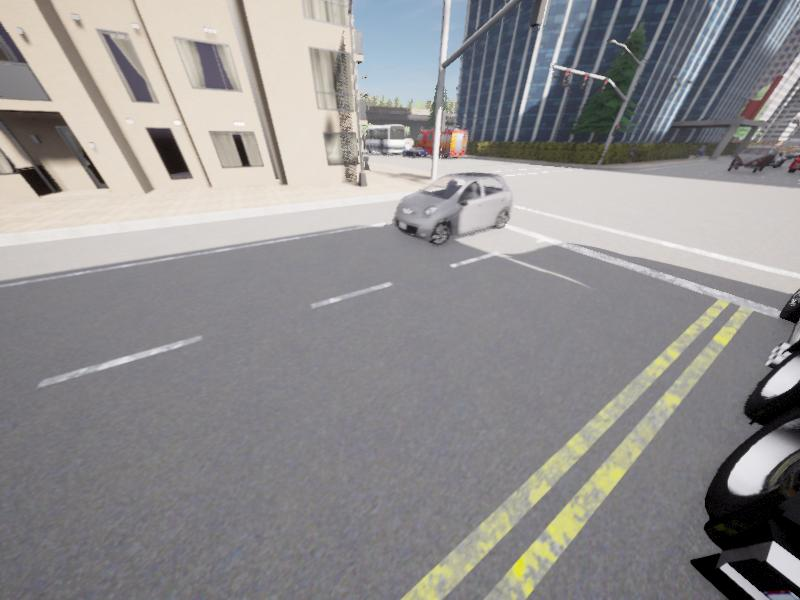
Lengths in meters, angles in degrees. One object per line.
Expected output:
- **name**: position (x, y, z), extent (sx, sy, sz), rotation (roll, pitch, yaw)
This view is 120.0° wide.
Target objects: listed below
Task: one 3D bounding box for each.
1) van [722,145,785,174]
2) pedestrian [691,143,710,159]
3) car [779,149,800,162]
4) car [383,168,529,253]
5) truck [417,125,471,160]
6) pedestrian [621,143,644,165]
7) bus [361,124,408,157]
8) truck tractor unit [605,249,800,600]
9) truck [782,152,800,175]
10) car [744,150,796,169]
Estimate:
- **van**: position (31.536, -12.595, 20.606), extent (4.442, 1.987, 1.775), rotation (-18, 39, -24)
- **pedestrian**: position (41.997, -20.803, 32.283), extent (0.751, 1.860, 0.751), rotation (-16, 38, -22)
- **car**: position (55.913, -20.284, 32.362), extent (5.357, 1.411, 2.033), rotation (-18, 39, -24)
- **car**: position (1.581, -2.768, 6.651), extent (3.633, 1.501, 1.845), rotation (-21, 40, -28)
- **truck**: position (6.047, -23.282, 34.155), extent (2.891, 3.827, 8.468), rotation (-18, 39, -24)
- **pedestrian**: position (24.104, -15.124, 23.982), extent (0.751, 1.860, 0.751), rotation (-18, 39, -24)
- **bus**: position (-2.944, -28.392, 41.063), extent (3.944, 4.253, 10.273), rotation (-18, 39, -24)
- **truck tractor unit**: position (5.083, -0.329, 0.816), extent (6.516, 4.208, 3.053), rotation (-19, 39, -25)
- **truck**: position (37.254, -12.906, 19.487), extent (8.468, 3.827, 2.891), rotation (-18, 39, -24)
- **car**: position (38.612, -14.688, 24.114), extent (3.806, 1.475, 1.970), rotation (-18, 39, -24)
